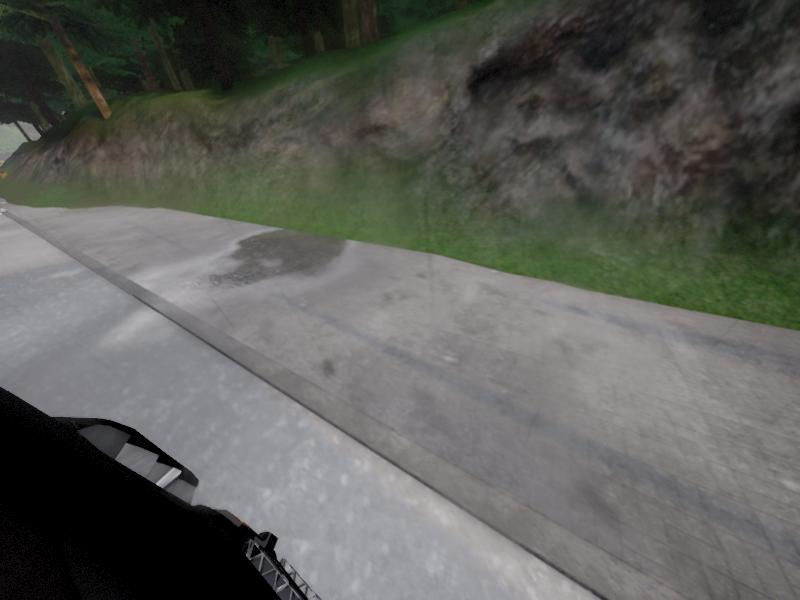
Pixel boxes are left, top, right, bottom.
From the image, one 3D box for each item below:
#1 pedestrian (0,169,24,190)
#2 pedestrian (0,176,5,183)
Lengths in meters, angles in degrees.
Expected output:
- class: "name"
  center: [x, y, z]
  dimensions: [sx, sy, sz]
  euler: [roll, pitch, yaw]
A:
- class: "pedestrian"
  center: [-41.552, -12.846, 24.573]
  dimensions: [0.751, 1.860, 0.751]
  euler: [21, 40, 31]
- class: "pedestrian"
  center: [-62.643, -19.141, 35.667]
  dimensions: [0.751, 1.860, 0.751]
  euler: [27, 43, 37]
